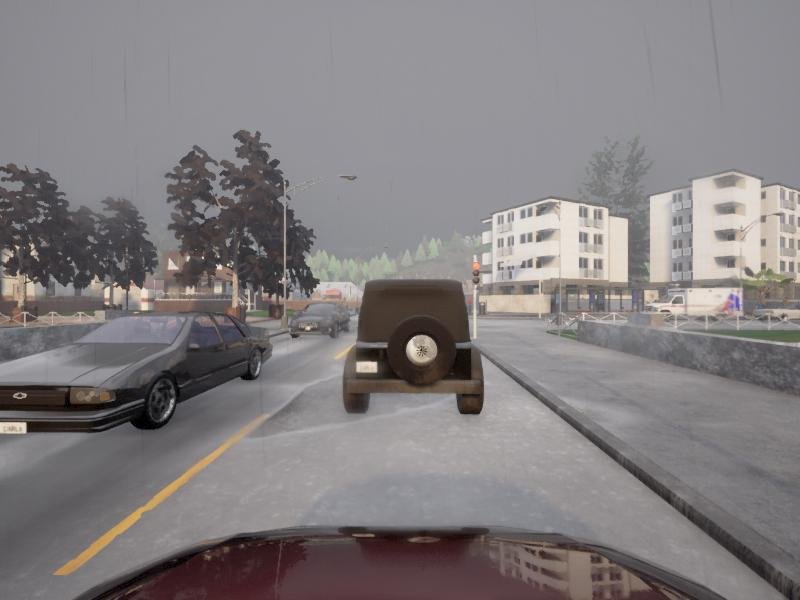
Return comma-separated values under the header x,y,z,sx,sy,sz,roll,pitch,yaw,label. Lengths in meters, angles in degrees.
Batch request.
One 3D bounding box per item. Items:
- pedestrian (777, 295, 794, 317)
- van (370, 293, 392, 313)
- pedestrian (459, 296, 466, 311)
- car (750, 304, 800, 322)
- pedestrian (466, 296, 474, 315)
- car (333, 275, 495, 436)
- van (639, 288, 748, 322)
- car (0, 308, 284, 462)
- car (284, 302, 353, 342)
x,y,z,sx,sy,sz,roll,pitch,yaw,label
33.186,0.533,34.437,0.751,1.860,0.751,0,0,-1,pedestrian
-2.319,0.378,50.786,2.351,2.431,6.366,0,0,2,van
7.521,0.419,48.082,0.751,1.860,0.751,0,0,4,pedestrian
29.156,0.944,29.630,4.718,1.301,1.895,0,0,2,car
6.885,0.524,39.276,0.751,1.860,0.751,0,0,7,pedestrian
0.220,0.646,6.640,1.905,1.878,3.866,0,0,2,car
21.752,0.378,29.883,6.366,2.431,2.351,0,0,2,van
-3.801,0.895,6.669,2.033,1.411,5.357,0,0,2,car
-3.399,0.845,17.725,1.837,1.490,4.892,0,0,3,car
